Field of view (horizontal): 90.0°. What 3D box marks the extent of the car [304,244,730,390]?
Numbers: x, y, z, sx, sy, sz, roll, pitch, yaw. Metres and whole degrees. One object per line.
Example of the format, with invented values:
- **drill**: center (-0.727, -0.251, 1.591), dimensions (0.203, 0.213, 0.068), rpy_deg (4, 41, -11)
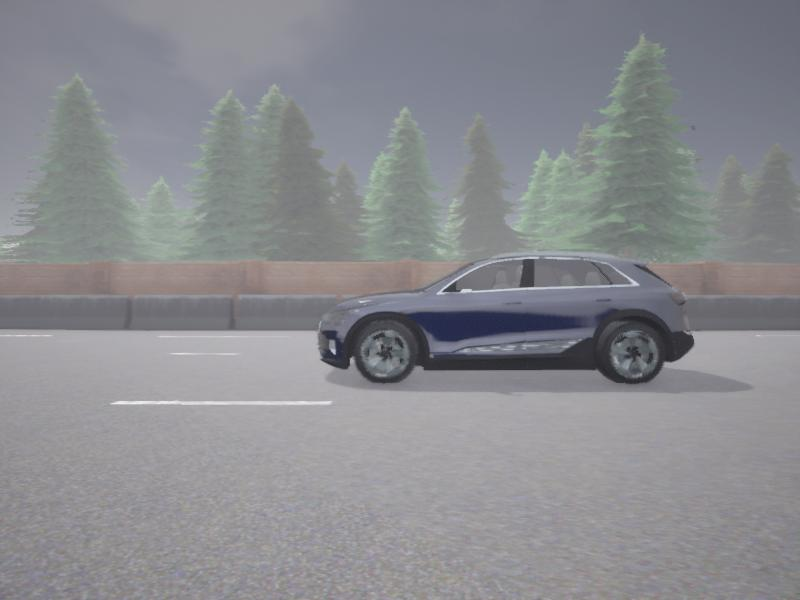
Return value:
- **car**: center (1.340, 0.188, 5.591), dimensions (4.856, 1.649, 2.033), rpy_deg (0, 1, 0)
